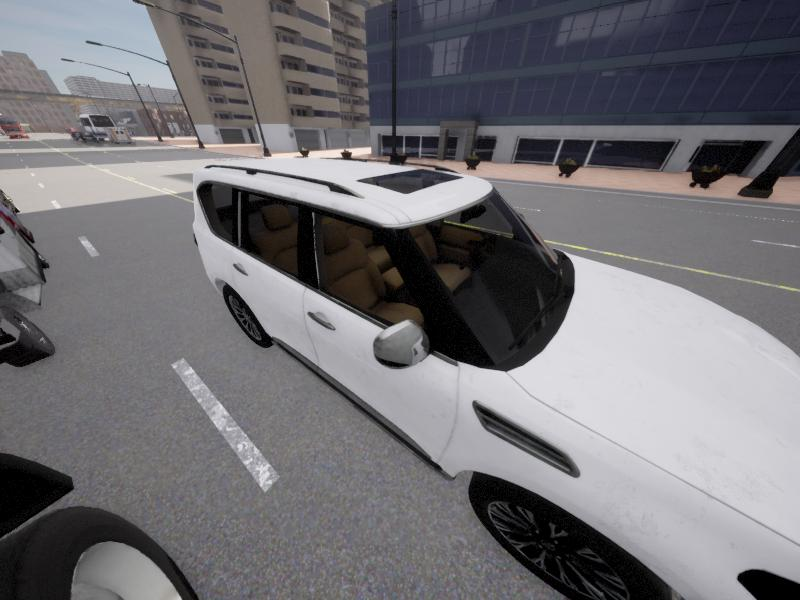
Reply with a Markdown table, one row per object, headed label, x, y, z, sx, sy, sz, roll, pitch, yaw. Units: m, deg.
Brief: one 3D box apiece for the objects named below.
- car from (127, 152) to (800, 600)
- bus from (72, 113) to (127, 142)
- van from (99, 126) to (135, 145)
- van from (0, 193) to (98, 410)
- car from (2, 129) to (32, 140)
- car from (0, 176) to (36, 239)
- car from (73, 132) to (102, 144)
| label | x | y | z | sx | sy | sz | roll | pitch | yaw |
| --- | --- | --- | --- | --- | --- | --- | --- | --- | --- |
| car | -0.020 | -0.211 | 2.438 | 5.566 | 2.045 | 2.150 | 23 | 41 | 28 |
| bus | -60.729 | -34.801 | 46.654 | 10.273 | 4.253 | 3.944 | 24 | 41 | 27 |
| van | -51.772 | -30.139 | 42.300 | 6.366 | 2.431 | 2.351 | 24 | 42 | 27 |
| van | -6.909 | -0.727 | 2.803 | 6.366 | 2.431 | 2.351 | 22 | 41 | 28 |
| car | -72.958 | -31.569 | 44.010 | 4.611 | 1.667 | 2.242 | 24 | 41 | 27 |
| car | -12.933 | -2.856 | 6.570 | 4.902 | 1.511 | 2.128 | 22 | 41 | 28 |
| car | -56.383 | -29.255 | 41.684 | 4.902 | 1.511 | 2.128 | 24 | 42 | 27 |
